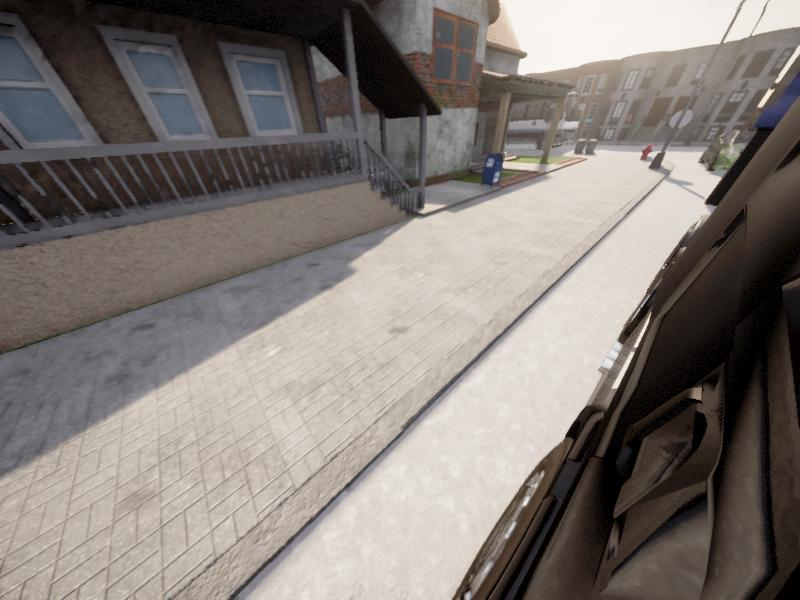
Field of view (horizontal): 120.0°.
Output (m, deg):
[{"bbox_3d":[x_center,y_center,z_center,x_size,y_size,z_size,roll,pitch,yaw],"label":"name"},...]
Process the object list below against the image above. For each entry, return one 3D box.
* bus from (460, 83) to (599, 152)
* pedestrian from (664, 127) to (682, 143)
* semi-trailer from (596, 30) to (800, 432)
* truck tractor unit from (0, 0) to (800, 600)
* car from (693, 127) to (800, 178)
[{"bbox_3d":[11.508,-17.184,22.335,3.944,4.253,10.273,-29,44,-31],"label":"bus"},{"bbox_3d":[24.919,-15.057,21.089,0.500,1.100,0.500,-22,41,-24],"label":"pedestrian"},{"bbox_3d":[8.790,-3.537,4.142,14.254,4.402,2.717,-27,43,-29],"label":"semi-trailer"},{"bbox_3d":[2.645,-0.295,0.351,6.516,4.208,3.053,-28,44,-30],"label":"truck tractor unit"},{"bbox_3d":[15.808,-6.912,10.632,2.007,1.525,4.514,25,45,31],"label":"car"}]
